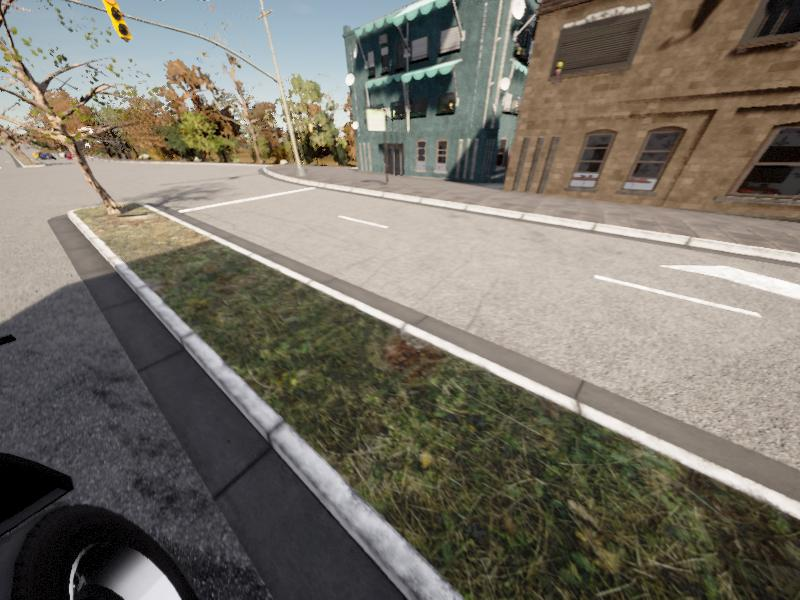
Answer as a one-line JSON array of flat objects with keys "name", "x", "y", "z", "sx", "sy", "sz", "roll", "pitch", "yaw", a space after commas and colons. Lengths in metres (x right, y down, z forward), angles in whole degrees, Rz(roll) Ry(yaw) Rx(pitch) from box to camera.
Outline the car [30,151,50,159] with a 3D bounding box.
[{"name": "car", "x": -87.416, "y": -35.168, "z": 56.106, "sx": 5.008, "sy": 1.535, "sz": 1.882, "roll": 21, "pitch": 40, "yaw": 29}]
